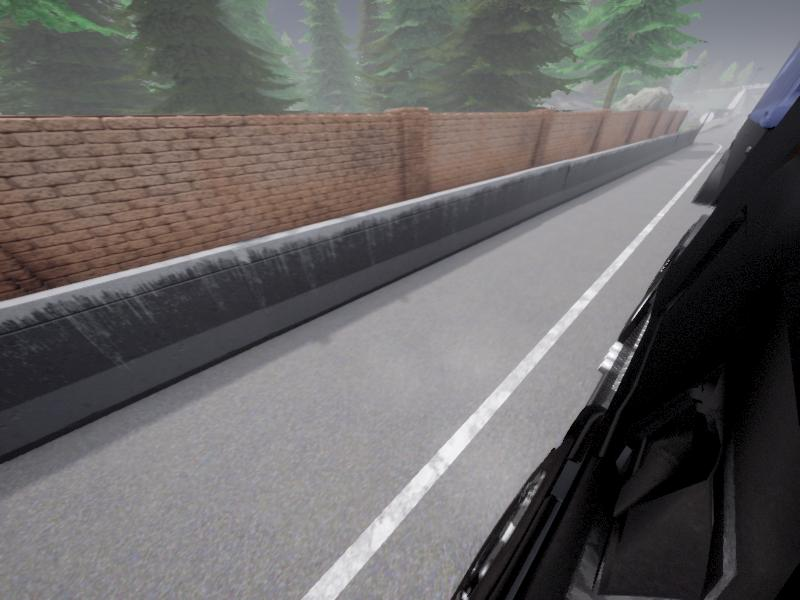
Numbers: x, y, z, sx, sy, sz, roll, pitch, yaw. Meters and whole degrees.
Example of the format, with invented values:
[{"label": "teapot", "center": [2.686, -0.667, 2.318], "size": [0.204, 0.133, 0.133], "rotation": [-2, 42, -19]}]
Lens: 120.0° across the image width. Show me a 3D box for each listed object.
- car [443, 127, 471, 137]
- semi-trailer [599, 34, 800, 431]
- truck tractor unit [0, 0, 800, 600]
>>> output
[{"label": "car", "center": [11.147, -32.978, 45.421], "size": [2.128, 1.511, 4.902], "rotation": [-28, 43, -30]}, {"label": "semi-trailer", "center": [8.653, -3.632, 4.278], "size": [14.254, 4.402, 2.717], "rotation": [-29, 44, -30]}, {"label": "truck tractor unit", "center": [2.645, -0.295, 0.351], "size": [6.516, 4.208, 3.053], "rotation": [-28, 44, -30]}]
